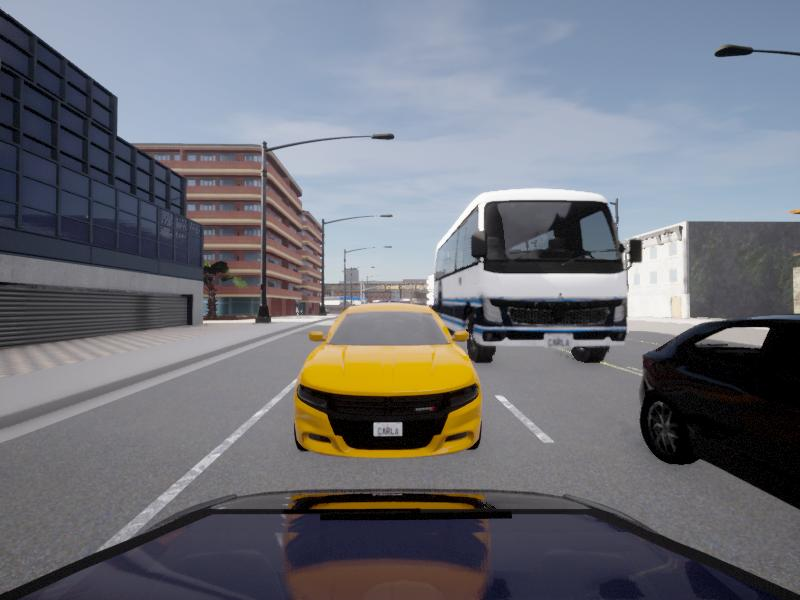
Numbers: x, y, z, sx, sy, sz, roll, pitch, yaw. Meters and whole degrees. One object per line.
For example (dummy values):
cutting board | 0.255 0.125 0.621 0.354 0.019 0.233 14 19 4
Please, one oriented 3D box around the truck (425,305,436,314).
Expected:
truck | 8.598 2.599 113.192 2.627 2.467 5.204 0 -1 -1

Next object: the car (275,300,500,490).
car | -0.158 0.790 5.854 1.882 1.535 5.008 0 1 -1

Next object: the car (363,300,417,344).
car | -0.382 0.739 15.760 1.812 1.442 4.674 0 1 -1

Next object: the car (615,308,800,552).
car | 3.421 0.846 2.502 1.816 1.474 4.193 0 0 -1

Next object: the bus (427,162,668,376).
bus | 3.299 -0.635 13.125 3.944 4.253 10.273 0 0 -1
